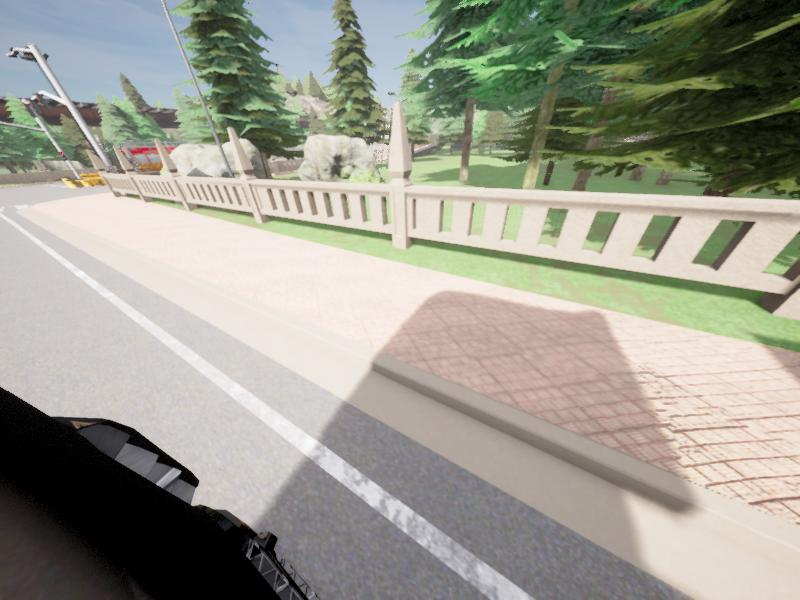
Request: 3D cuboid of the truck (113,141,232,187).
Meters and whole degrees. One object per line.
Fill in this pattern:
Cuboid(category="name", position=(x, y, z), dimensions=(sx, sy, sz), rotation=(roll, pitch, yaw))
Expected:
Cuboid(category="truck", position=(-25.091, -15.735, 26.383), dimensions=(2.891, 3.827, 8.468), rotation=(16, 38, 26))
